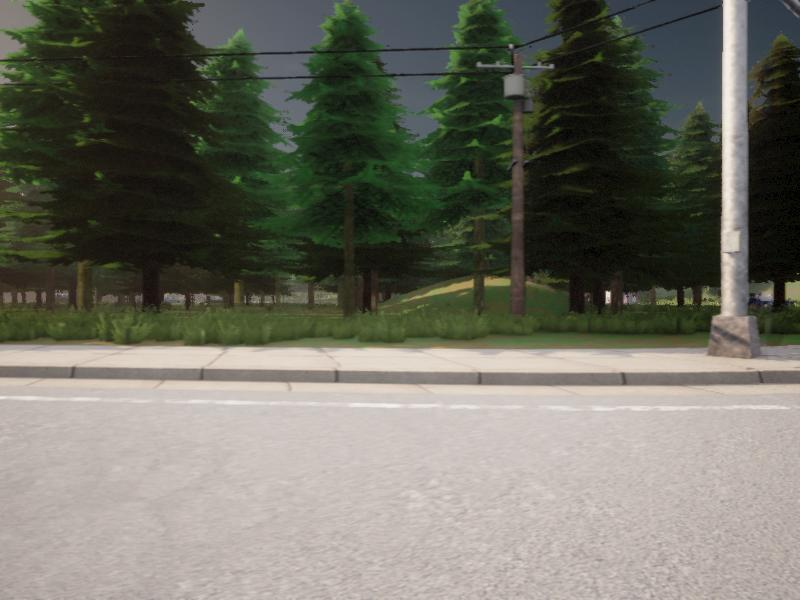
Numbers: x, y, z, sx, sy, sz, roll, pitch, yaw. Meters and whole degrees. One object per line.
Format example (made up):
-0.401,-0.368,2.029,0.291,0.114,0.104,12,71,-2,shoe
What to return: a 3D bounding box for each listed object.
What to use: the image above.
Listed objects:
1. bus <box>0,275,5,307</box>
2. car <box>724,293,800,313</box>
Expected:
-53.915,-1.160,47.341,3.944,4.253,10.273,0,0,3,bus
29.951,0.265,33.340,1.882,1.535,5.008,0,0,1,car
